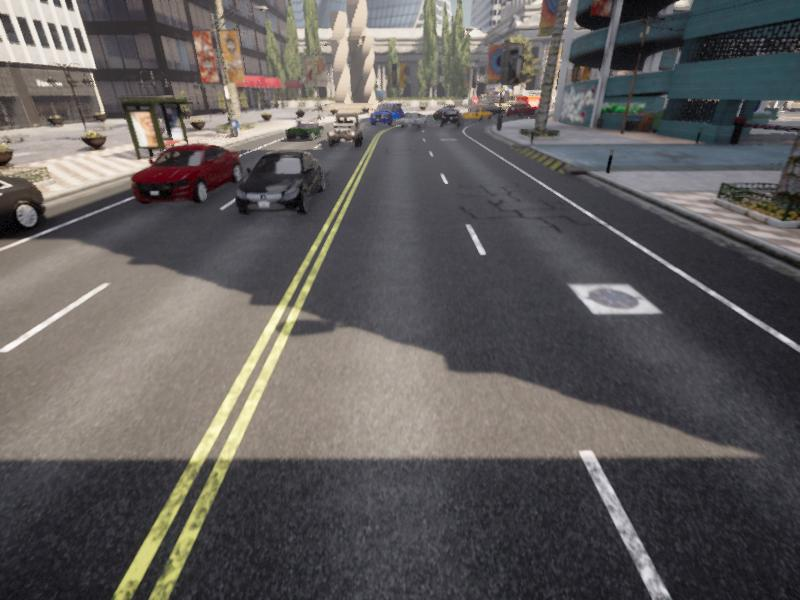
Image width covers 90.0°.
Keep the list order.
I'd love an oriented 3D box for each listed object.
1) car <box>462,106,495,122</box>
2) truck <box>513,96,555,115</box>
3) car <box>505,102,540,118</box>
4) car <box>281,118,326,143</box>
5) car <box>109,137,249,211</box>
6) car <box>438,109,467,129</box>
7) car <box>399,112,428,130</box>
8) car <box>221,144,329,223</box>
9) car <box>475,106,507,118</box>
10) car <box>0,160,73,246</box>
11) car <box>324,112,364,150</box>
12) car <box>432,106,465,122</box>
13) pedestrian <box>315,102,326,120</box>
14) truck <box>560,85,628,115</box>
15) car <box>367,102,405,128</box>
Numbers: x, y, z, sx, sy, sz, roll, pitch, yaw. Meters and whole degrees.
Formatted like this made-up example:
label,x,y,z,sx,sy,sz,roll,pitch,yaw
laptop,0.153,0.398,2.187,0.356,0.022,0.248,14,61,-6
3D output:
label,x,y,z,sx,sy,sz,roll,pitch,yaw
car,9.350,-22.037,47.285,1.801,1.575,5.366,15,31,28
truck,20.103,-29.181,59.997,5.204,2.467,2.627,-12,30,-22
car,16.655,-25.830,54.299,4.553,1.767,2.097,-20,34,-34
car,-6.858,-12.306,28.974,1.895,1.301,4.718,1,27,2
car,-7.011,-4.439,13.525,1.882,1.535,5.008,0,27,0
car,5.229,-17.891,39.398,2.128,1.511,4.902,7,28,13
car,1.376,-17.404,38.732,1.895,1.301,4.718,6,28,11
car,-3.511,-3.760,12.281,1.812,1.442,4.674,0,27,0
car,12.654,-26.146,55.494,4.718,1.301,1.895,-23,35,-37
car,-10.095,-1.798,8.462,2.231,1.521,4.892,0,27,0
car,-3.430,-10.757,25.302,1.905,1.878,3.866,0,27,1
car,5.883,-22.413,48.097,2.038,1.542,4.974,15,31,26
pedestrian,-9.625,-22.933,48.519,0.751,1.860,0.751,11,30,21
truck,28.716,-29.660,59.358,8.468,3.827,2.891,-7,28,-12
car,-1.341,-19.310,41.610,2.150,2.045,5.566,8,29,16
